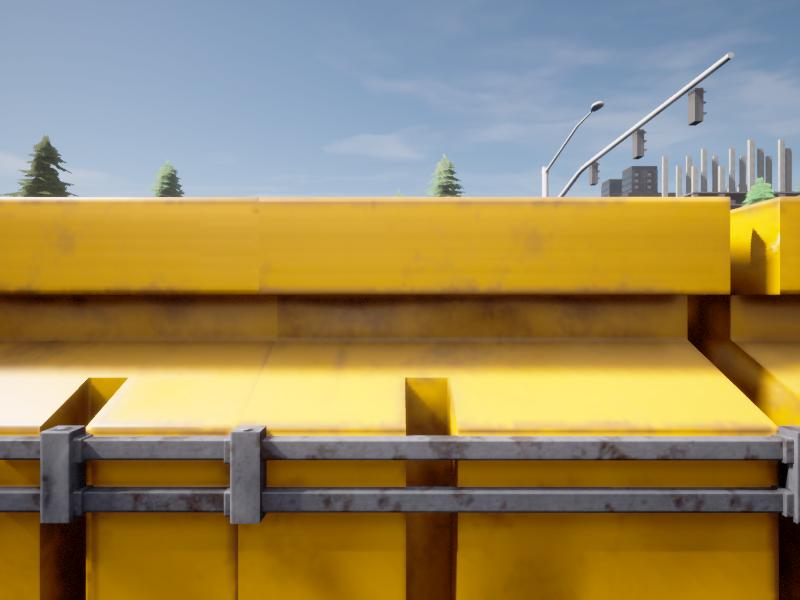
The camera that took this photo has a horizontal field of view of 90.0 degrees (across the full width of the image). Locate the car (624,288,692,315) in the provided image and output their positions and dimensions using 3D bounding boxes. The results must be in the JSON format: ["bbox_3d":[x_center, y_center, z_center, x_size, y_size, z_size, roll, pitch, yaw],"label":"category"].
[{"bbox_3d":[18.474,0.091,28.975,2.097,1.767,4.553,0,0,2],"label":"car"}]

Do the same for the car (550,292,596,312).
[{"bbox_3d":[15.170,0.168,35.364,1.930,1.638,5.238,0,0,2],"label":"car"}]

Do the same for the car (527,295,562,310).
[{"bbox_3d":[15.411,0.223,42.973,2.038,1.542,4.974,0,0,2],"label":"car"}]

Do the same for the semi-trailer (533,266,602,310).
[{"bbox_3d":[19.115,-1.221,47.057,2.717,4.402,14.254,0,0,2],"label":"semi-trailer"}]

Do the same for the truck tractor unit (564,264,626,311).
[{"bbox_3d":[18.798,-1.119,39.151,3.053,4.208,6.516,0,0,2],"label":"truck tractor unit"}]

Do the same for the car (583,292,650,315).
[{"bbox_3d":[14.937,0.233,27.992,2.128,1.511,4.902,0,0,2],"label":"car"}]
